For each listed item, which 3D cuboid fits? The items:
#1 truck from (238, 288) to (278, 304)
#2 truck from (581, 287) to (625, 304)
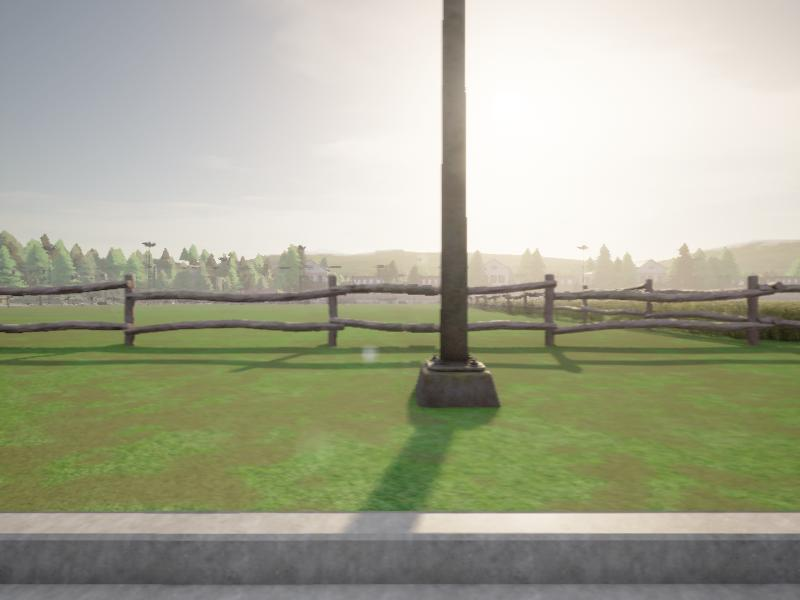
[{"bbox_3d":[-33.861,-0.911,95.582,8.468,3.827,2.891,0,0,0],"label":"truck"},{"bbox_3d":[46.484,-0.943,91.706,8.468,3.827,2.891,0,0,0],"label":"truck"}]
